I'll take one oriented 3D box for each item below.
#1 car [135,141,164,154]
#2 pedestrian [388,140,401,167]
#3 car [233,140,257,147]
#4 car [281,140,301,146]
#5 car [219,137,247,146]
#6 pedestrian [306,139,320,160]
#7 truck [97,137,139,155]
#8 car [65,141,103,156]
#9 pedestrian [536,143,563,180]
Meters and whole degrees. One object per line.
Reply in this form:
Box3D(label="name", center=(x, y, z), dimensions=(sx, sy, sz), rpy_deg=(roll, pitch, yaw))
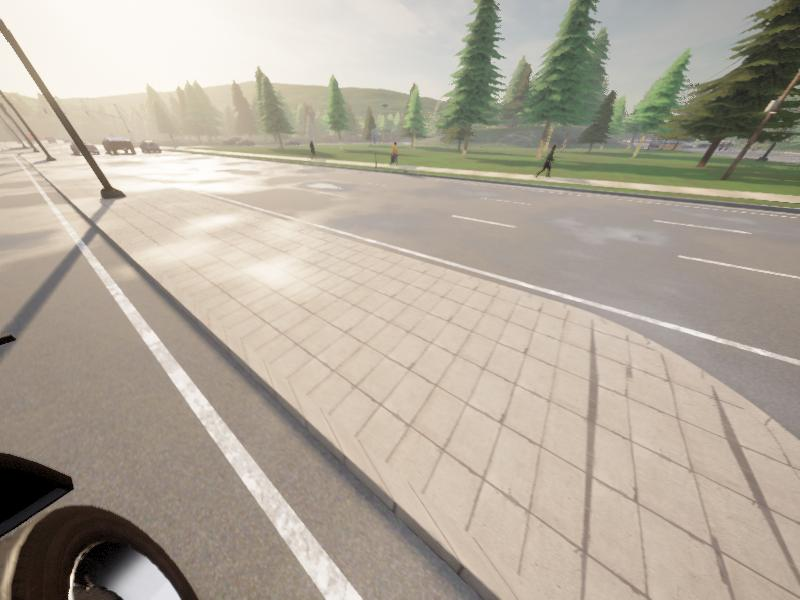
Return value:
Box3D(label="car", center=(-40.253, -24.597, 37.096), dimensions=(3.988, 1.617, 1.851), rpy_deg=(22, 41, 28))
Box3D(label="pedestrian", center=(-0.439, -12.471, 19.693), dimensions=(0.751, 1.860, 0.751), rpy_deg=(23, 41, 29))
Box3D(label="car", center=(-41.978, -42.440, 62.506), dimensions=(1.837, 1.490, 4.892), rpy_deg=(23, 41, 28))
Box3D(label="car", center=(-32.376, -46.626, 68.583), dimensions=(2.128, 1.511, 4.902), rpy_deg=(23, 41, 28))
Box3D(label="car", center=(-47.494, -45.168, 65.867), dimensions=(2.150, 2.045, 5.566), rpy_deg=(23, 41, 28))
Box3D(label="pedestrian", center=(-9.436, -16.287, 25.035), dimensions=(0.751, 1.860, 0.751), rpy_deg=(23, 41, 29))
Box3D(label="truck", center=(-42.318, -23.179, 34.638), dimensions=(6.274, 2.098, 2.390), rpy_deg=(22, 41, 28))
Box3D(label="car", center=(-44.652, -21.472, 32.609), dimensions=(5.027, 1.651, 2.152), rpy_deg=(22, 41, 28))
Box3D(label="pedestrian", center=(9.076, -8.448, 14.062), dimensions=(0.751, 1.860, 0.751), rpy_deg=(24, 41, 29))
